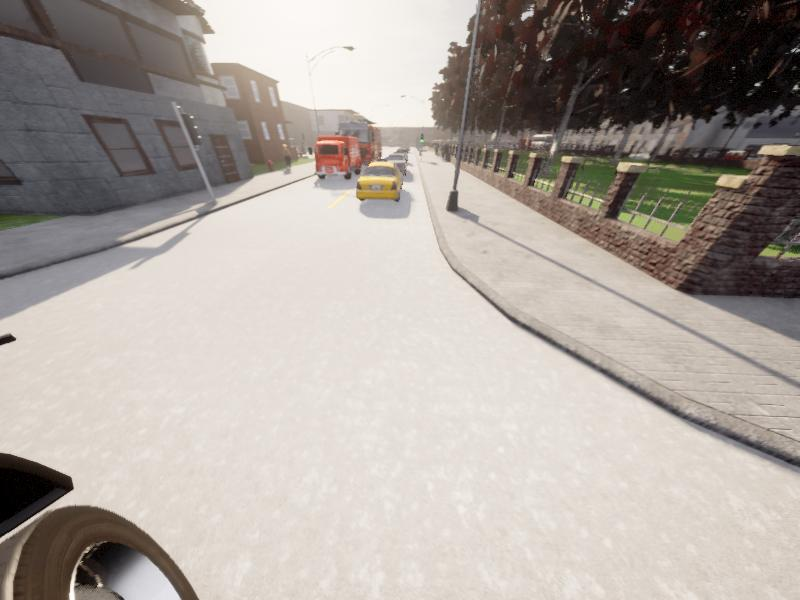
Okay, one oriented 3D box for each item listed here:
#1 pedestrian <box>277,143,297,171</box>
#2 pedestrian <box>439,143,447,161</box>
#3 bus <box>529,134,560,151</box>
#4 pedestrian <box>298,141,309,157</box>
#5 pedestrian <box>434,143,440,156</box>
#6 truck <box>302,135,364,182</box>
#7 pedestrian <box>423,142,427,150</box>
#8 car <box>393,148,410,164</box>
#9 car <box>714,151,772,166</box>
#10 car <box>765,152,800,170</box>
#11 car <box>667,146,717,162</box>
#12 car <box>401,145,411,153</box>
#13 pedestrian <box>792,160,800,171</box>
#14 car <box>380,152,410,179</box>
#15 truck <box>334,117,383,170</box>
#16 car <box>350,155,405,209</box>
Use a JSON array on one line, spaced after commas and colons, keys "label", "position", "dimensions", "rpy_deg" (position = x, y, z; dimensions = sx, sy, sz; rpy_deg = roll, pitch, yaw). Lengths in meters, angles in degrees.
[{"label": "pedestrian", "position": [-9.166, -11.616, 18.777], "dimensions": [0.751, 1.860, 0.751], "rpy_deg": [3, 35, 3]}, {"label": "pedestrian", "position": [5.682, -19.397, 30.268], "dimensions": [0.751, 1.860, 0.751], "rpy_deg": [2, 35, 2]}, {"label": "bus", "position": [48.296, -53.127, 77.840], "dimensions": [3.944, 4.253, 10.273], "rpy_deg": [2, 35, 2]}, {"label": "pedestrian", "position": [-13.634, -21.315, 32.701], "dimensions": [0.751, 1.860, 0.751], "rpy_deg": [1, 35, 1]}, {"label": "pedestrian", "position": [6.148, -25.327, 38.844], "dimensions": [0.751, 1.860, 0.751], "rpy_deg": [2, 35, 2]}, {"label": "truck", "position": [-4.397, -10.221, 16.533], "dimensions": [2.627, 2.467, 5.204], "rpy_deg": [2, 35, 2]}, {"label": "pedestrian", "position": [6.789, -41.913, 62.821], "dimensions": [0.751, 1.860, 0.751], "rpy_deg": [3, 35, 3]}, {"label": "car", "position": [0.232, -17.119, 27.402], "dimensions": [1.845, 1.501, 3.633], "rpy_deg": [1, 35, 1]}, {"label": "car", "position": [45.676, -19.008, 30.940], "dimensions": [1.970, 1.475, 3.806], "rpy_deg": [2, 35, 2]}, {"label": "car", "position": [45.404, -15.492, 25.811], "dimensions": [2.007, 1.525, 4.514], "rpy_deg": [2, 35, 2]}, {"label": "car", "position": [45.986, -23.138, 36.559], "dimensions": [1.932, 1.855, 4.605], "rpy_deg": [2, 35, 2]}, {"label": "car", "position": [1.306, -32.669, 50.030], "dimensions": [1.994, 1.385, 4.181], "rpy_deg": [2, 35, 2]}, {"label": "pedestrian", "position": [40.437, -13.584, 22.944], "dimensions": [0.751, 1.300, 0.751], "rpy_deg": [2, 35, 2]}, {"label": "car", "position": [-0.270, -10.927, 18.566], "dimensions": [2.033, 1.411, 5.357], "rpy_deg": [2, 35, 1]}, {"label": "truck", "position": [-3.737, -15.867, 23.510], "dimensions": [2.891, 3.827, 8.468], "rpy_deg": [2, 35, 3]}, {"label": "car", "position": [-0.785, -5.838, 11.041], "dimensions": [1.801, 1.575, 5.366], "rpy_deg": [2, 35, 2]}]
